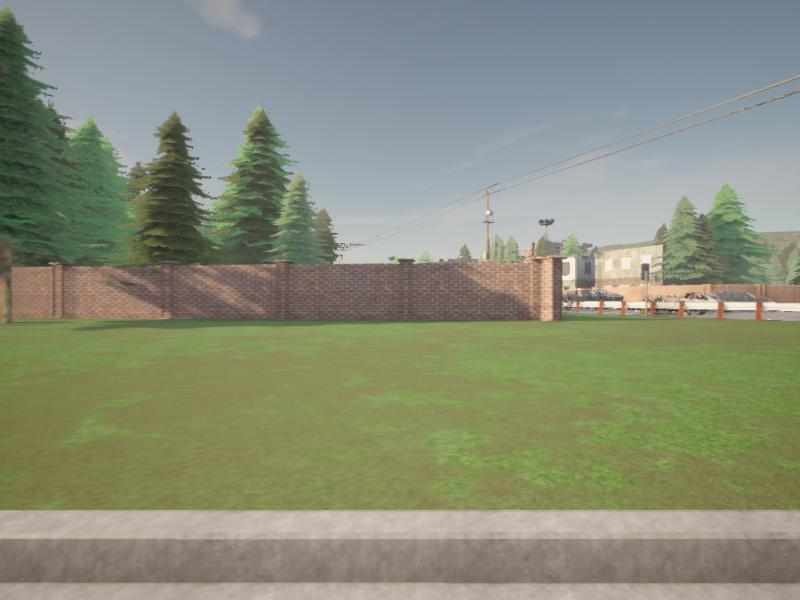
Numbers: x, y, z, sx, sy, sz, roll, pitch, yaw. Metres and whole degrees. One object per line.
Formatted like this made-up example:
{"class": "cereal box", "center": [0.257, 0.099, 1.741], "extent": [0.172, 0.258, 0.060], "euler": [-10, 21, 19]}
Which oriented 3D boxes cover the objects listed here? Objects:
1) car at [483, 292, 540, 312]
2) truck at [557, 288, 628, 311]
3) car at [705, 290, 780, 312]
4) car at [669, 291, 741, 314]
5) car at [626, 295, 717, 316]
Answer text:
{"class": "car", "center": [9.779, 0.178, 35.486], "extent": [2.152, 1.651, 5.027], "euler": [0, 0, -25]}
{"class": "truck", "center": [19.154, -0.063, 40.220], "extent": [2.390, 2.098, 6.274], "euler": [0, 0, -25]}
{"class": "car", "center": [28.882, 0.087, 33.825], "extent": [2.097, 1.767, 4.553], "euler": [0, 0, -43]}
{"class": "car", "center": [23.505, 0.182, 31.000], "extent": [1.851, 1.617, 3.988], "euler": [0, 0, -25]}
{"class": "car", "center": [17.844, 0.339, 26.604], "extent": [1.895, 1.301, 4.718], "euler": [0, 0, -25]}
